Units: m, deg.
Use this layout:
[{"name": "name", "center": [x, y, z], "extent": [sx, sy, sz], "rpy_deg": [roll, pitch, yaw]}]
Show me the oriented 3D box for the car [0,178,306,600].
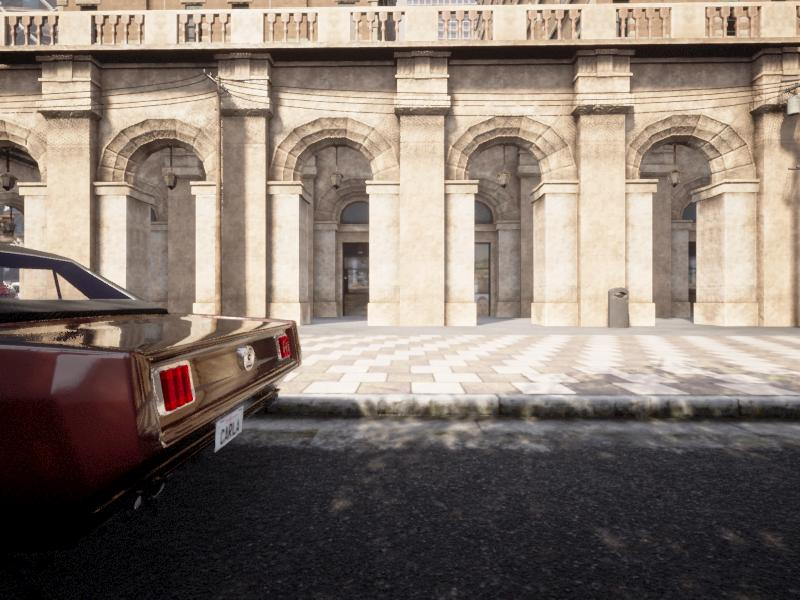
[{"name": "car", "center": [-3.058, 0.338, 2.008], "extent": [4.718, 1.301, 1.895], "rpy_deg": [0, 0, 1]}]
